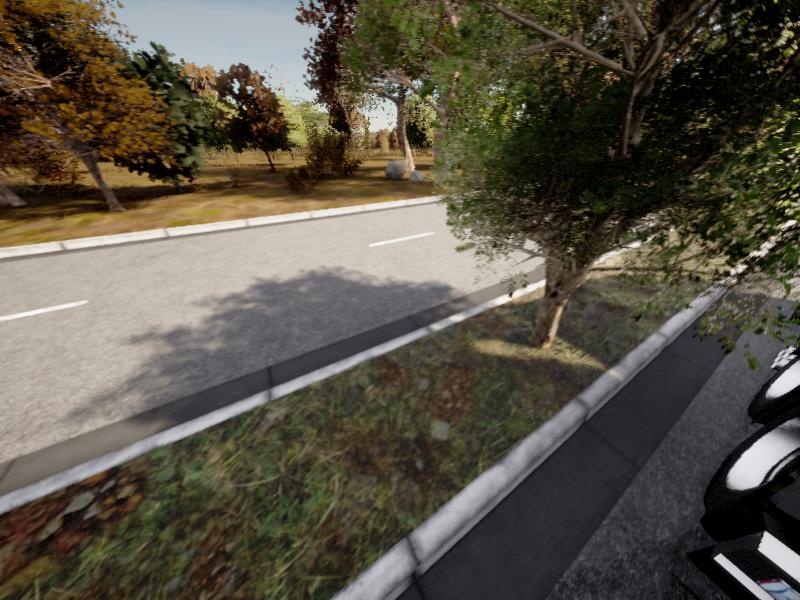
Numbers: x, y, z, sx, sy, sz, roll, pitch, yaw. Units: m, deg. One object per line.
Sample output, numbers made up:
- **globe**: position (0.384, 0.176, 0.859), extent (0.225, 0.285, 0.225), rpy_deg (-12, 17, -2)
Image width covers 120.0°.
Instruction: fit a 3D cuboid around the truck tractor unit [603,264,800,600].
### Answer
- **truck tractor unit**: position (5.108, -0.301, 0.795), extent (6.516, 4.208, 3.053), rpy_deg (-18, 39, -24)
